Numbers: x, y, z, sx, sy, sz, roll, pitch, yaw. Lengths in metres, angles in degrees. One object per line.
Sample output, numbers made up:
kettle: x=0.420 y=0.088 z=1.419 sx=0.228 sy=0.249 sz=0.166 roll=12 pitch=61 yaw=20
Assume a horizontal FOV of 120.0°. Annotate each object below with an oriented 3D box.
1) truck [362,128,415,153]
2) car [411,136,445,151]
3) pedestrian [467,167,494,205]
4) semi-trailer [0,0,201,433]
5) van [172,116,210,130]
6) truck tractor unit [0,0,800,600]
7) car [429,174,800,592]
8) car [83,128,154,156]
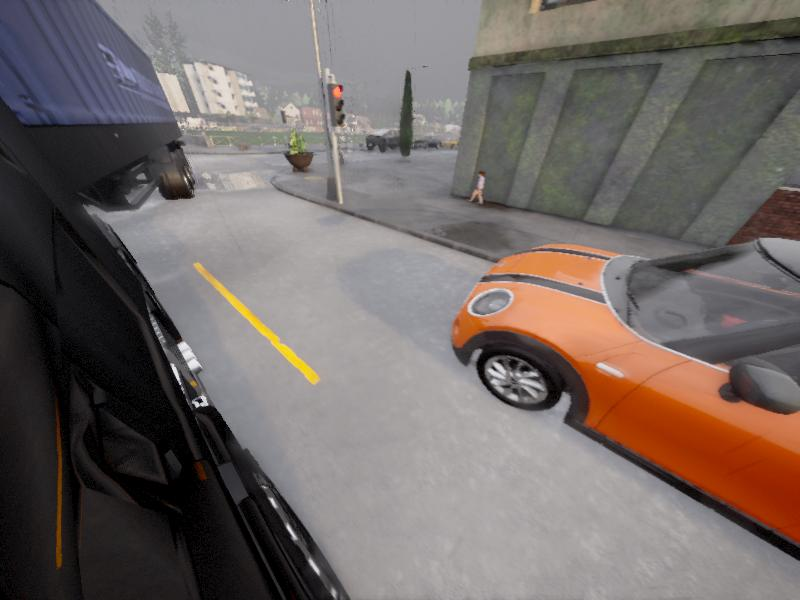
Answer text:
truck: x=-1.198 y=-18.380 z=26.632 sx=2.390 sy=2.098 sz=6.274 roll=27 pitch=43 yaw=29
car: x=3.941 y=-21.734 z=31.987 sx=2.128 sy=1.511 sz=4.902 roll=27 pitch=43 yaw=29
pedestrian: x=2.803 y=-4.000 z=8.121 sx=0.500 sy=1.100 sz=0.500 roll=27 pitch=43 yaw=29
semi-trailer: x=-7.387 y=-4.249 z=5.205 sx=2.717 sy=4.402 sz=14.254 roll=-20 pitch=42 yaw=-27
van: x=-52.563 y=-44.513 z=58.239 sx=2.351 sy=2.431 sz=6.366 roll=27 pitch=43 yaw=29
truck tractor unit: x=-2.645 y=-0.295 z=0.352 sx=6.516 sy=4.208 sz=3.053 roll=28 pitch=44 yaw=30
car: x=2.798 y=0.434 z=1.770 sx=4.553 sy=1.767 sz=2.097 roll=27 pitch=43 yaw=29
car: x=-20.308 y=-11.481 z=16.685 sx=4.181 sy=1.385 sz=1.994 roll=23 pitch=41 yaw=25
